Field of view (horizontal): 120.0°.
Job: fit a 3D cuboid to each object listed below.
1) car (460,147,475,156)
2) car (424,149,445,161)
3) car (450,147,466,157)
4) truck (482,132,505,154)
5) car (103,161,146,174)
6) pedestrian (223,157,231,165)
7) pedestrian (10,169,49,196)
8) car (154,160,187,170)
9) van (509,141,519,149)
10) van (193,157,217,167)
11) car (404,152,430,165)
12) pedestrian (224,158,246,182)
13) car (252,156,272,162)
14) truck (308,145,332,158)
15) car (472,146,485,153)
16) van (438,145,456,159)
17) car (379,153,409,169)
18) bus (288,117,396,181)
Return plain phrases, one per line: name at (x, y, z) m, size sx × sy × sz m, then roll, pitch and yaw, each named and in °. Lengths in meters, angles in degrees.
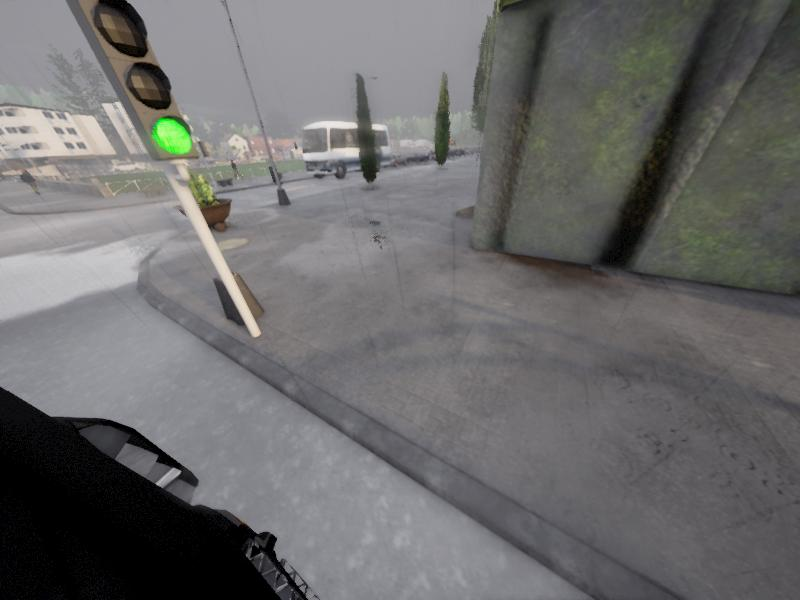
car at (15.070, -33.256, 51.691) m, size 1.895 × 1.301 × 4.718 m, roll 16°, pitch 38°, yaw 26°
car at (5.767, -24.103, 38.467) m, size 1.970 × 1.475 × 3.806 m, roll 16°, pitch 38°, yaw 26°
car at (11.974, -30.261, 47.259) m, size 1.816 × 1.474 × 4.193 m, roll 16°, pitch 38°, yaw 26°
truck at (22.241, -37.060, 54.567) m, size 2.891 × 3.827 × 8.468 m, roll 16°, pitch 38°, yaw 26°
car at (-61.787, -29.867, 51.908) m, size 2.150 × 2.045 × 5.566 m, roll 16°, pitch 38°, yaw 26°
pedestrian at (-45.098, -36.246, 60.146) m, size 0.751 × 1.860 × 0.751 m, roll 16°, pitch 38°, yaw 26°
pedestrian at (-29.787, -9.468, 18.605) m, size 0.751 × 1.860 × 0.751 m, roll -30°, pitch 42°, yaw -34°
car at (-57.542, -33.905, 58.022) m, size 1.930 × 1.638 × 5.238 m, roll 16°, pitch 38°, yaw 26°
van at (38.595, -52.513, 78.190) m, size 2.069 × 2.038 × 4.480 m, roll 16°, pitch 38°, yaw 26°
van at (-53.571, -37.995, 63.558) m, size 1.775 × 1.987 × 4.442 m, roll 16°, pitch 38°, yaw 26°
car at (2.527, -20.805, 33.917) m, size 1.895 × 1.301 × 4.718 m, roll 16°, pitch 38°, yaw 26°
pedestrian at (-15.405, -12.161, 21.580) m, size 0.751 × 1.860 × 0.751 m, roll 10°, pitch 36°, yaw 19°
car at (-45.160, -46.085, 75.611) m, size 2.033 × 1.411 × 5.357 m, roll 16°, pitch 38°, yaw 26°
truck at (-30.552, -57.211, 89.034) m, size 2.891 × 3.827 × 8.468 m, roll 16°, pitch 38°, yaw 26°
car at (19.780, -37.998, 58.329) m, size 1.812 × 1.442 × 4.674 m, roll 16°, pitch 38°, yaw 26°
van at (8.673, -27.209, 42.458) m, size 1.775 × 1.987 × 4.442 m, roll 16°, pitch 38°, yaw 26°
car at (-0.666, -17.756, 29.410) m, size 1.970 × 1.475 × 3.806 m, roll 16°, pitch 38°, yaw 26°
bus at (-4.794, -14.770, 22.725) m, size 3.944 × 4.253 × 10.273 m, roll 15°, pitch 38°, yaw 26°
